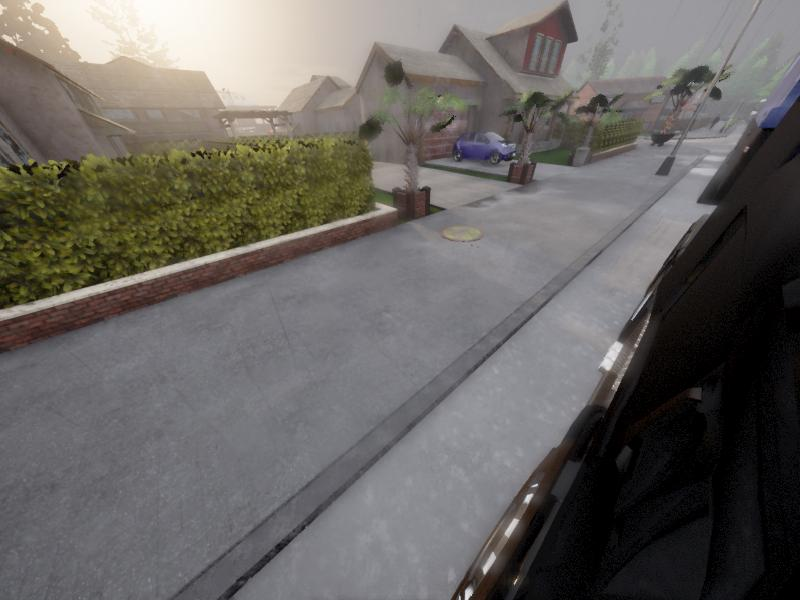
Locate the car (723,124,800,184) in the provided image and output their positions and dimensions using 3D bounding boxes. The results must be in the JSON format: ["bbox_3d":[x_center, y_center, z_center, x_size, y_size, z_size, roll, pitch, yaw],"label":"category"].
[{"bbox_3d":[16.099,-6.401,9.850,5.238,1.638,1.930,-28,44,-30],"label":"car"}]

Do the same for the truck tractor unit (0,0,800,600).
[{"bbox_3d":[2.645,-0.295,0.351,6.516,4.208,3.053,-28,44,-30],"label":"truck tractor unit"}]

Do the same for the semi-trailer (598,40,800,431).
[{"bbox_3d":[8.694,-3.609,4.232,14.254,4.402,2.717,-28,44,-30],"label":"semi-trailer"}]

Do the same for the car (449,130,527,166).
[{"bbox_3d":[4.981,-8.956,13.510,1.845,1.501,3.633,-30,45,-32],"label":"car"}]

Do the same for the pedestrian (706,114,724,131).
[{"bbox_3d":[44.645,-25.195,32.785,0.751,1.860,0.751,-31,45,-33],"label":"pedestrian"}]

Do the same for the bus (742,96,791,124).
[{"bbox_3d":[81.506,-42.287,51.564,10.273,4.253,3.944,-28,44,-30],"label":"bus"}]
